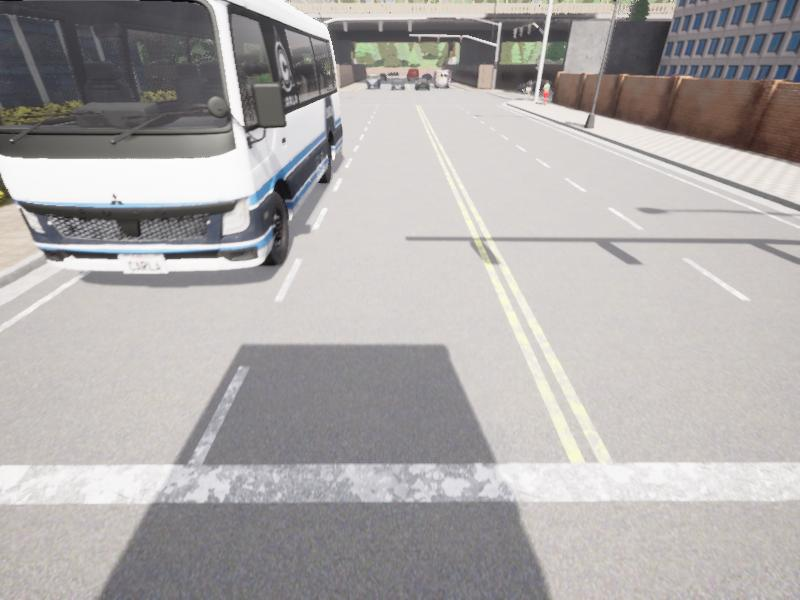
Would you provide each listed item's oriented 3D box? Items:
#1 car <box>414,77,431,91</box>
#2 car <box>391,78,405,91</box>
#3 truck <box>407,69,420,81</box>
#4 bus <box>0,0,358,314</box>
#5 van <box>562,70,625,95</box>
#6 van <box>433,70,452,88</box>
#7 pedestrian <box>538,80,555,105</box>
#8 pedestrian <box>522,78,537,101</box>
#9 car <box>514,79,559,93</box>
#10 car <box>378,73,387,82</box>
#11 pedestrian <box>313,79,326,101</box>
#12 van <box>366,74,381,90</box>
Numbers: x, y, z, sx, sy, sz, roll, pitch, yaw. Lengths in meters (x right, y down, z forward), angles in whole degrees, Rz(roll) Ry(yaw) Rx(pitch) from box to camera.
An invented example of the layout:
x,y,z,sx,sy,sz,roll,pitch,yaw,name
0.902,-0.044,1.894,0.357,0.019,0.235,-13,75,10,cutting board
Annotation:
x,y,z,sx,sy,sz,roll,pitch,yaw,name
3.218,-31.400,58.046,2.038,1.542,4.974,0,30,0,car
-0.275,-30.315,56.331,1.812,1.442,4.674,0,30,0,car
3.078,-51.296,91.152,2.627,2.467,5.204,0,30,0,truck
-3.461,-4.230,9.005,3.944,4.253,10.273,0,30,0,bus
22.618,-25.502,46.927,5.915,2.561,1.988,0,30,0,van
6.692,-35.575,64.340,2.351,2.431,6.366,0,30,0,van
12.140,-17.232,33.237,0.751,1.860,0.751,-6,31,-10,pedestrian
12.066,-19.644,37.267,0.751,1.860,0.751,-18,35,-28,pedestrian
17.078,-26.820,50.215,4.892,1.490,1.837,0,30,0,car
-3.918,-50.384,90.408,2.033,1.649,4.856,0,30,0,car
-7.946,-20.798,39.567,0.751,1.860,0.751,14,33,23,pedestrian
-3.900,-32.383,59.327,1.775,1.987,4.442,1,30,2,van
